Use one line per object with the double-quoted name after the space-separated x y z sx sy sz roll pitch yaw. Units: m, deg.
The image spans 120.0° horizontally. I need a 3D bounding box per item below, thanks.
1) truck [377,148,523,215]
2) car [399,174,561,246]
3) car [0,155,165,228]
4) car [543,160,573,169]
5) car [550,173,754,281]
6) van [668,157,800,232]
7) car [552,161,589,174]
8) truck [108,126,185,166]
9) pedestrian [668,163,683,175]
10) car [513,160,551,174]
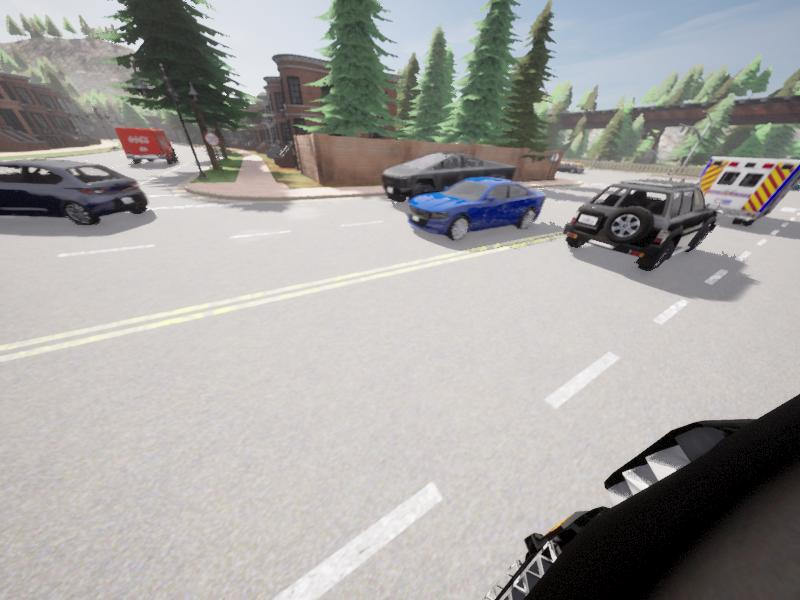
2.304 -5.547 10.635 6.274 2.098 2.390 -16 38 -26 "truck"
2.632 -3.176 7.590 5.008 1.535 1.882 -16 38 -26 "car"
-10.001 -3.122 6.543 4.193 1.474 1.816 1 34 -3 "car"
33.022 -28.525 48.538 1.895 1.301 4.718 -16 38 -26 "car"
6.611 -2.210 6.142 4.605 1.855 1.932 -16 38 -26 "car"
15.994 -5.088 10.749 6.366 2.431 2.351 -16 38 -26 "van"
25.876 -20.216 35.250 1.970 1.475 3.806 -15 38 -26 "car"
-21.297 -13.201 19.874 2.627 2.467 5.204 -14 37 -24 "truck"
48.427 -23.012 40.625 0.751 1.860 0.751 -17 38 -27 "pedestrian"
18.957 -19.327 33.448 1.994 1.385 4.181 -16 38 -26 "car"
